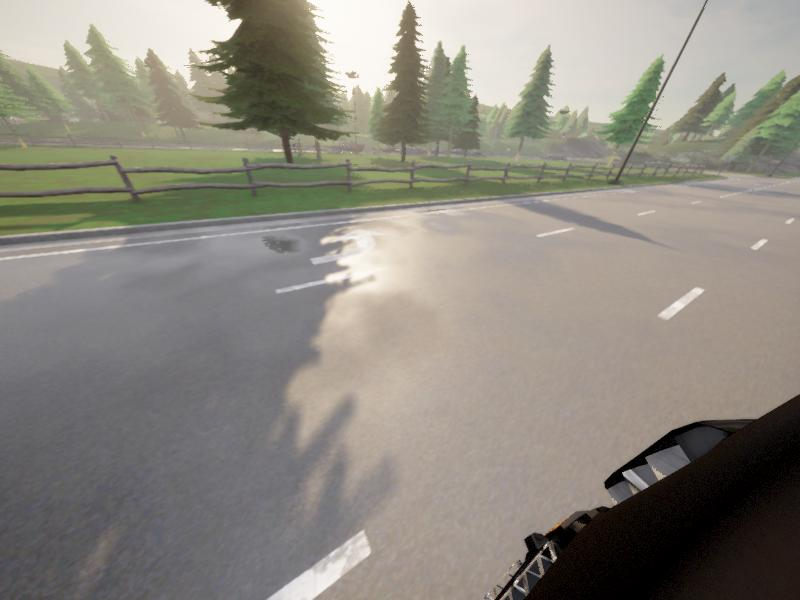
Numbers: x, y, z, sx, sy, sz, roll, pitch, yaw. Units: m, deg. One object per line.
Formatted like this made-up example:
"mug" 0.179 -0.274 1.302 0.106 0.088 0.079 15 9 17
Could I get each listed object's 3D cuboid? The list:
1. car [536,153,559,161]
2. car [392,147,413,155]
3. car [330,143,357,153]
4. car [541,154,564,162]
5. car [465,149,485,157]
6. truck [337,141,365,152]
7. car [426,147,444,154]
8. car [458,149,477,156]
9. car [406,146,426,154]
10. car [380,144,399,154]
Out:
"car" 43.482 -42.158 68.023 5.366 1.575 1.801 20 38 23
"car" 0.701 -35.360 54.785 4.514 1.525 2.007 -16 38 -26
"car" -12.579 -33.879 51.486 5.238 1.638 1.930 -16 38 -26
"car" 43.052 -40.145 65.199 5.027 1.651 2.152 21 38 25
"car" 21.075 -41.231 64.873 4.856 1.649 2.033 -16 38 -26
"truck" -12.242 -38.684 58.193 6.274 2.098 2.390 -16 38 -26
"car" 10.499 -44.969 69.646 4.974 1.542 2.038 -16 38 -26
"car" 19.783 -43.101 67.586 4.974 1.542 2.038 -16 38 -26
"car" 4.360 -40.976 63.242 5.238 1.638 1.930 -16 38 -26
"car" -2.656 -39.069 59.687 4.605 1.855 1.932 -16 38 -26
